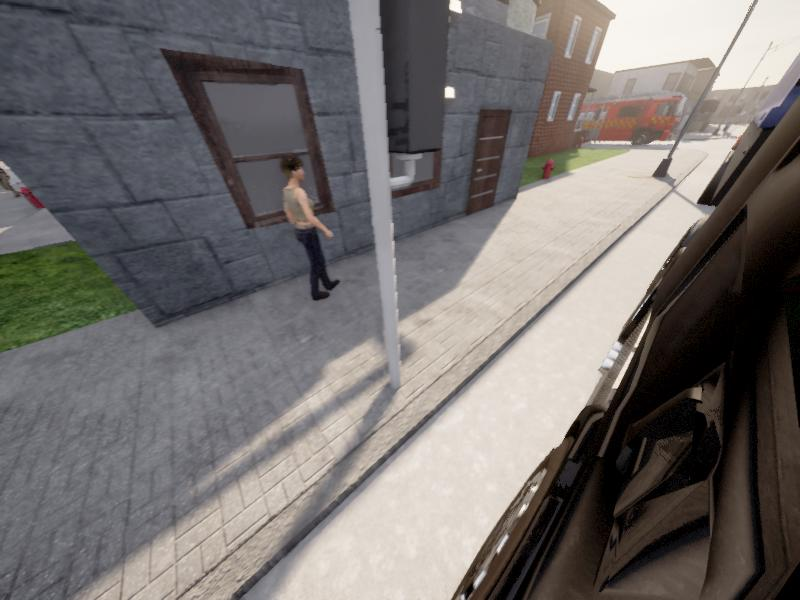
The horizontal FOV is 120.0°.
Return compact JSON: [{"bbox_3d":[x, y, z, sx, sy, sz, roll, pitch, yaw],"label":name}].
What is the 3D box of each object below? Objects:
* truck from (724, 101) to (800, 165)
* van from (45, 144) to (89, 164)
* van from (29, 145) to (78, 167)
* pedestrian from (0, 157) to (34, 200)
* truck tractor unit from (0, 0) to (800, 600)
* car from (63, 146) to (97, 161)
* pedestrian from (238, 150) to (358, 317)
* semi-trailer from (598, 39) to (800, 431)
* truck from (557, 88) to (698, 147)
[{"bbox_3d":[20.762,-9.138,12.580,5.204,2.467,2.627,-28,43,-31],"label":"truck"},{"bbox_3d":[-45.707,-20.226,31.847,2.069,2.038,4.480,-28,44,-30],"label":"van"},{"bbox_3d":[-41.761,-17.506,28.001,1.775,1.987,4.442,-28,43,-30],"label":"van"},{"bbox_3d":[-18.786,-5.794,10.790,0.751,1.860,0.751,-20,40,-22],"label":"pedestrian"},{"bbox_3d":[2.645,-0.295,0.351,6.516,4.208,3.053,-28,44,-30],"label":"truck tractor unit"},{"bbox_3d":[-50.232,-23.173,36.409,1.930,1.638,5.238,-28,44,-30],"label":"car"},{"bbox_3d":[-1.214,-0.831,3.048,0.751,1.860,0.751,-29,44,-30],"label":"pedestrian"},{"bbox_3d":[8.699,-3.597,4.238,14.254,4.402,2.717,-28,44,-30],"label":"semi-trailer"},{"bbox_3d":[21.118,-17.325,22.386,2.891,3.827,8.468,-28,43,-30],"label":"truck"}]
